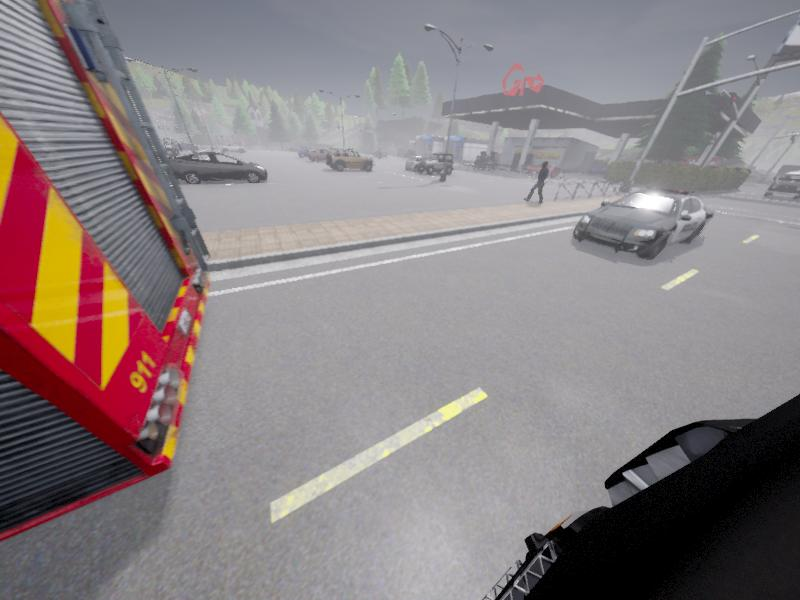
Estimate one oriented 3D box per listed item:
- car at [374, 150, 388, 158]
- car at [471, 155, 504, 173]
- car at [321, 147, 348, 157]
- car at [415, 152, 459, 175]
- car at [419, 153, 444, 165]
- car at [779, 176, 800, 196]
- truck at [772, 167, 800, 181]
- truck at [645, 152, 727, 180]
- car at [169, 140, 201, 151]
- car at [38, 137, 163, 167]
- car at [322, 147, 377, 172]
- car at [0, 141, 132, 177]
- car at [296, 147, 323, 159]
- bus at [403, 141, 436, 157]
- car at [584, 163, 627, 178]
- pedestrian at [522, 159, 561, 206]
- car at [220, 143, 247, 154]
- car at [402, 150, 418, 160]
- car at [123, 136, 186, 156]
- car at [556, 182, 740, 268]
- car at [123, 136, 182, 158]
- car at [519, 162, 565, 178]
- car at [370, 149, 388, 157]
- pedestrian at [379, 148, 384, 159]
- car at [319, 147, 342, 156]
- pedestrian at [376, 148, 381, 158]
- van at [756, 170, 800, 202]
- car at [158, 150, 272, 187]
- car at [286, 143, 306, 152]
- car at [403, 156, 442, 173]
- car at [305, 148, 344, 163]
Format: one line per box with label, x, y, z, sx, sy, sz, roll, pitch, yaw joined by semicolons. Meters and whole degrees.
car;-4.924;-37.226;58.953;1.970;1.475;3.806;-15;38;-25
car;12.461;-19.573;33.217;1.905;1.878;3.866;-15;38;-25
car;-14.320;-32.418;50.521;5.027;1.636;2.152;-15;38;-26
car;3.677;-13.758;23.305;3.866;1.878;1.905;-15;38;-26
car;5.787;-26.318;43.113;2.033;1.649;4.856;-15;38;-25
car;43.251;-12.208;24.726;4.674;1.442;1.812;-17;38;-24
truck;92.947;-29.446;54.139;2.627;2.467;5.204;-15;38;-25
truck;52.951;-25.203;43.254;2.891;3.827;8.468;-15;38;-25
car;-38.547;-27.706;41.513;3.633;1.501;1.845;-15;38;-26
car;-21.446;-10.862;17.032;5.027;1.636;2.152;-15;38;-26
car;-4.782;-13.499;22.266;4.605;1.855;1.932;-15;38;-26
car;-18.014;-7.674;12.633;3.806;1.475;1.970;-15;38;-26
car;-15.171;-24.687;38.743;3.633;1.501;1.845;-15;38;-26
bus;6.433;-50.394;77.178;10.273;4.253;3.944;-16;38;-26
car;33.499;-21.277;37.819;2.242;1.667;4.611;-15;38;-26
pedestrian;6.556;-5.496;10.816;0.751;1.860;0.751;0;34;-5
car;-30.628;-27.985;42.595;3.806;1.475;1.970;-15;38;-26
car;2.202;-34.087;54.331;1.905;1.878;3.866;-15;38;-25
car;-29.519;-18.638;28.033;4.605;1.855;1.932;-15;38;-26
car;7.496;-2.526;7.015;4.974;1.542;2.038;-16;38;-25
car;-27.732;-17.305;26.125;3.866;1.878;1.905;-15;38;-26
car;18.526;-17.145;30.368;2.007;1.525;4.514;-15;38;-25
car;-6.020;-41.983;65.977;4.792;1.488;2.163;22;38;26
pedestrian;-4.052;-31.726;49.962;0.751;1.860;0.751;-14;37;-24
car;-15.908;-33.962;52.743;4.514;1.523;2.007;-15;38;-26
pedestrian;-4.796;-32.772;51.483;0.751;1.860;0.751;-10;36;-19
van;33.622;-9.851;19.795;4.480;2.038;2.069;-16;38;-24
car;-10.086;-7.478;13.097;4.514;1.523;2.007;-15;38;-26
car;-28.484;-41.720;63.401;4.605;1.855;1.932;-16;38;-26
car;2.562;-15.325;26.100;3.806;1.475;1.970;-15;38;-26
car;-10.295;-19.713;31.578;4.514;1.523;2.007;-15;38;-26
